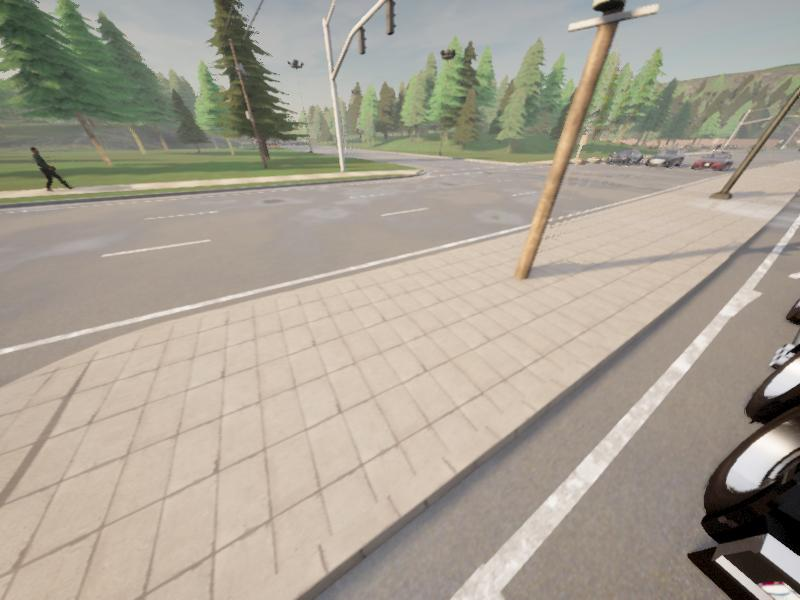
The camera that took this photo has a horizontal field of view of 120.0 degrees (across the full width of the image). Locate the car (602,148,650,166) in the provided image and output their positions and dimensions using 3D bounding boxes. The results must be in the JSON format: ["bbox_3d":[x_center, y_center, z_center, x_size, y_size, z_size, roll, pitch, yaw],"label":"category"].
[{"bbox_3d":[25.922,-16.464,26.545,4.974,1.542,2.038,-19,39,-25],"label":"car"}]

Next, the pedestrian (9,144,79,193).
[{"bbox_3d":[-16.192,-6.026,10.603,0.751,1.860,0.751,-17,38,-23],"label":"pedestrian"}]

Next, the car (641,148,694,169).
[{"bbox_3d":[28.049,-14.898,24.226,4.856,1.649,2.033,-19,39,-24],"label":"car"}]

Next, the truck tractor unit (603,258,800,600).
[{"bbox_3d":[5.100,-0.312,0.795,6.516,4.208,3.053,-19,39,-25],"label":"truck tractor unit"}]

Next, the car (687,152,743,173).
[{"bbox_3d":[29.518,-12.950,21.668,4.181,1.385,1.994,-18,39,-25],"label":"car"}]
